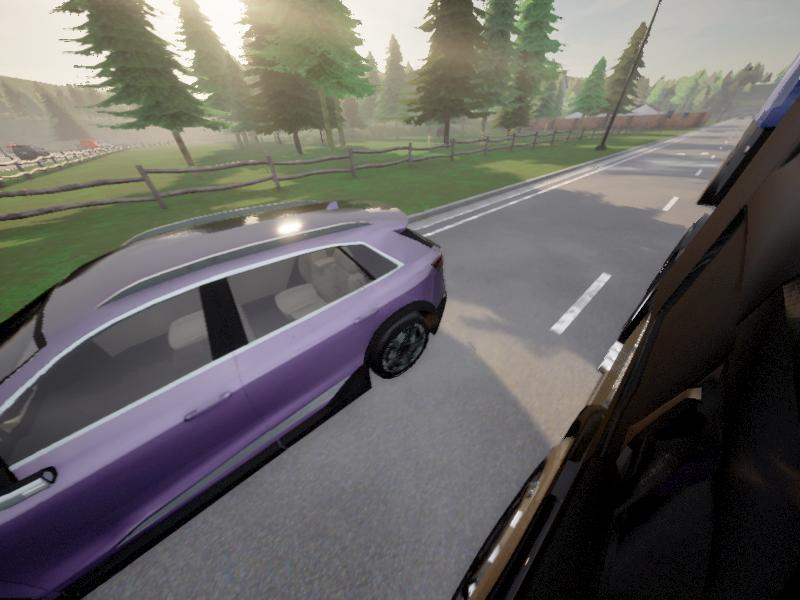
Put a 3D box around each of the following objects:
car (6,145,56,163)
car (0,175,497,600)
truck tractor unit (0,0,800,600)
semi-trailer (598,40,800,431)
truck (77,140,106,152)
[{"bbox_3d":[-55.194,-22.011,34.706,2.150,2.045,5.566,-27,43,-29],"label":"car"},{"bbox_3d":[-1.621,0.300,1.971,4.856,1.649,2.033,-28,44,-30],"label":"car"},{"bbox_3d":[2.645,-0.295,0.351,6.516,4.208,3.053,-28,44,-30],"label":"truck tractor unit"},{"bbox_3d":[8.700,-3.591,4.245,14.254,4.402,2.717,-28,44,-30],"label":"semi-trailer"},{"bbox_3d":[-80.490,-40.325,60.398,2.627,2.467,5.204,-23,41,-25],"label":"truck"}]
